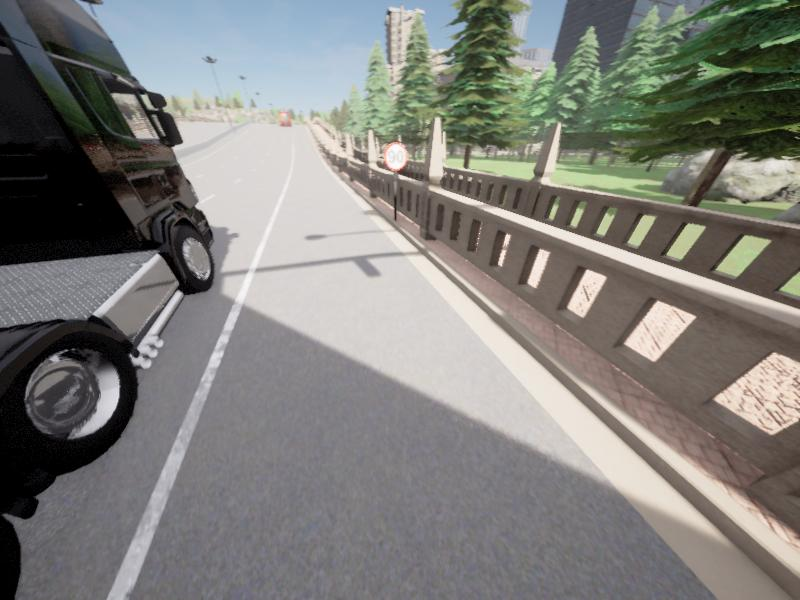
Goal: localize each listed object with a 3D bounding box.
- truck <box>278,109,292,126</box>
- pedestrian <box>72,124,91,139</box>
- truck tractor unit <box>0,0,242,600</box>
[{"bbox_3d":[-35.188,-55.901,70.917,2.891,3.827,8.468,-11,40,-16],"label":"truck"},{"bbox_3d":[-49.245,-26.015,35.752,0.751,1.860,0.751,-11,36,-16],"label":"pedestrian"},{"bbox_3d":[-4.122,-0.770,1.494,3.053,4.208,6.516,-12,36,-17],"label":"truck tractor unit"}]
